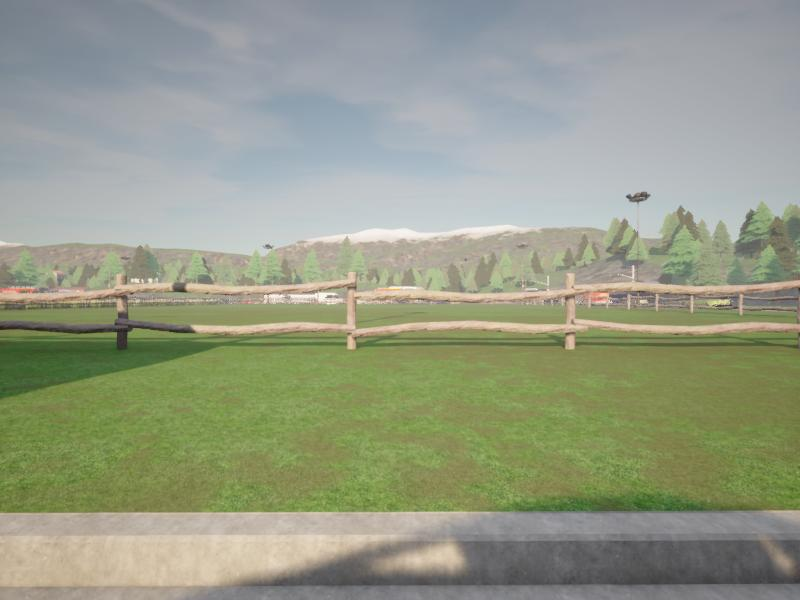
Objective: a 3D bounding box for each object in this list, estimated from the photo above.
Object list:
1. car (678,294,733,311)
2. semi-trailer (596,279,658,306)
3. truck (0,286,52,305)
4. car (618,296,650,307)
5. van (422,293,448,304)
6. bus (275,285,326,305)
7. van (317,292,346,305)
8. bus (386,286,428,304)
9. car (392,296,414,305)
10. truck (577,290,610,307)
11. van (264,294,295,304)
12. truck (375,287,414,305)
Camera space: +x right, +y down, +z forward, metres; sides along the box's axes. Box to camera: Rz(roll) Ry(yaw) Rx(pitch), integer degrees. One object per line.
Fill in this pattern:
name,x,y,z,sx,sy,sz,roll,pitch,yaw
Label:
car,29.818,0.228,39.243,2.007,1.525,4.514,0,0,0
semi-trailer,40.210,-1.217,71.879,2.717,4.402,14.254,0,0,-2
truck,-78.719,-0.925,84.227,8.468,3.827,2.891,0,0,-1
car,36.855,0.179,63.219,2.152,1.651,5.027,0,0,0
van,8.074,-0.278,92.113,5.915,2.561,1.988,0,0,0
bus,-21.946,-1.133,88.430,10.273,4.253,3.944,0,0,-1
van,-14.460,-0.276,84.881,5.915,2.561,1.988,0,0,0
bus,1.685,-1.139,99.170,10.273,4.253,3.944,1,0,-1
car,0.680,0.053,85.037,4.605,1.855,1.932,0,0,-1
truck,29.840,-0.245,61.799,2.627,2.467,5.204,0,0,1
van,-27.568,-0.224,91.750,6.366,2.431,2.351,0,0,-1
truck,-1.171,-0.921,88.516,8.468,3.827,2.891,0,0,-1
